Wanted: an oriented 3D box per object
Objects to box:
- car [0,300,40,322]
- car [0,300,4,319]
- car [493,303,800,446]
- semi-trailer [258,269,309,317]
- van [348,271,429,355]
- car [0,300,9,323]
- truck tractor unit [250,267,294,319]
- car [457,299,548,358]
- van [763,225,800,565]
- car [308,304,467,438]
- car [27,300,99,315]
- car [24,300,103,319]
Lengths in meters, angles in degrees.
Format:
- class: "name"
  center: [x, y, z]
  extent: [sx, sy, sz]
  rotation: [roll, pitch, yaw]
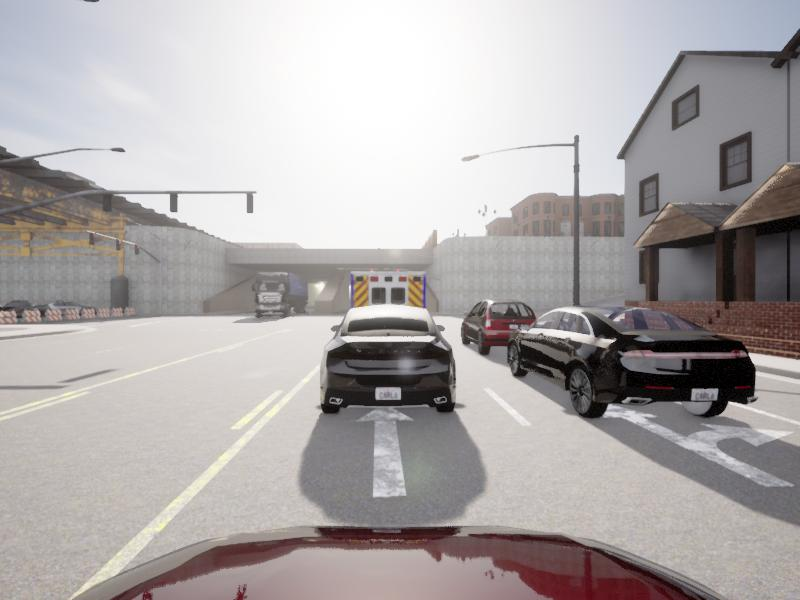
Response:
- class: "car"
  center: [-29.116, 0.796, 30.609]
  extent: [2.038, 1.542, 4.974]
  rotation: [0, 0, -38]
- class: "car"
  center: [-29.000, 0.638, 25.964]
  extent: [1.853, 1.218, 4.536]
  rotation: [0, 0, 42]
- class: "car"
  center: [3.293, 0.836, 6.852]
  extent: [2.128, 1.511, 4.902]
  rotation: [0, 0, -2]
- class: "semi-trailer"
  center: [-12.214, -0.619, 43.653]
  extent: [2.717, 4.402, 14.254]
  rotation: [0, 0, -5]
- class: "van"
  center: [-0.436, 0.378, 14.773]
  extent: [2.351, 2.431, 6.366]
  rotation: [0, 0, -2]
- class: "car"
  center: [-28.966, 0.796, 26.003]
  extent: [2.038, 1.542, 4.974]
  rotation: [0, 0, 42]
- class: "truck tractor unit"
  center: [-11.250, -0.523, 35.807]
  extent: [3.053, 4.208, 6.516]
  rotation: [0, 0, -12]
- class: "car"
  center: [3.116, 0.788, 13.044]
  extent: [1.851, 1.617, 3.988]
  rotation: [0, 0, -2]
- class: "van"
  center: [3.492, 0.572, 0.423]
  extent: [2.069, 2.038, 4.480]
  rotation: [0, 0, -2]
- class: "car"
  center: [-0.209, 0.844, 7.073]
  extent: [1.837, 1.490, 4.892]
  rotation: [0, 0, -2]
- class: "car"
  center: [-30.092, 0.638, 35.903]
  extent: [1.853, 1.218, 4.536]
  rotation: [0, 0, 27]
- class: "car"
  center: [-30.069, 0.796, 35.949]
  extent: [2.038, 1.542, 4.974]
  rotation: [0, 0, 27]
